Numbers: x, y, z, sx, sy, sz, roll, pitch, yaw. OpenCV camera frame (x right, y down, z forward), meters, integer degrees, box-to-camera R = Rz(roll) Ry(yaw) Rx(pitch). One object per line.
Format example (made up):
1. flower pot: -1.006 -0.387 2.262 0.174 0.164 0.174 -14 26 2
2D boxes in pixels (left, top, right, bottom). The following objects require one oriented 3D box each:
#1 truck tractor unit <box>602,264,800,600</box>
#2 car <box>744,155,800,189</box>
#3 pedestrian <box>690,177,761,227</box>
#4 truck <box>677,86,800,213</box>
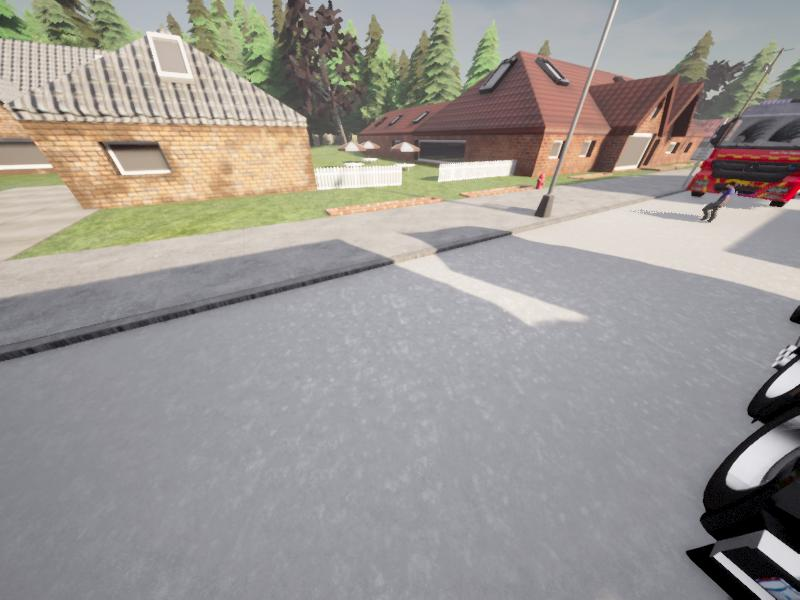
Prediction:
1. truck tractor unit: 5.110 -0.302 0.783 6.516 4.208 3.053 -18 39 -24
2. car: 24.863 -8.262 14.718 4.902 1.511 2.128 -18 39 -24
3. pedestrian: 10.428 -3.166 7.438 0.751 1.300 0.751 -22 41 -29
4. truck: 17.516 -6.823 10.574 8.468 3.827 2.891 -18 39 -24
